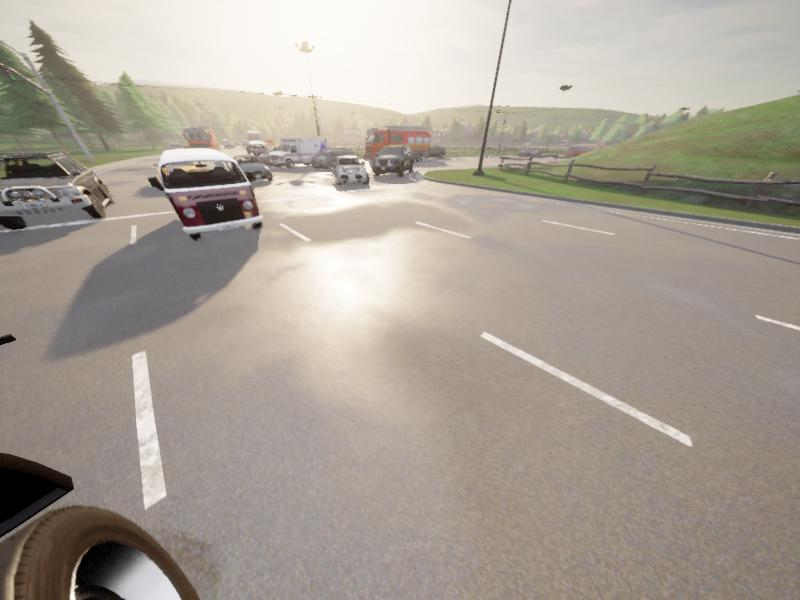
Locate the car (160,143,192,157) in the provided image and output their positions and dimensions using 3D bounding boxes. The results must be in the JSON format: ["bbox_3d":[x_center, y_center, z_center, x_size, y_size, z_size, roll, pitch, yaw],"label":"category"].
[{"bbox_3d":[-34.003,-22.887,35.217,2.152,1.651,5.027,-16,38,-22],"label":"car"}]

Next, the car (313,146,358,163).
[{"bbox_3d":[-8.340,-19.091,30.217,5.027,1.651,2.152,-24,42,-32],"label":"car"}]

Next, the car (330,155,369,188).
[{"bbox_3d":[-3.283,-8.297,14.745,1.970,1.475,3.806,-8,36,-13],"label":"car"}]

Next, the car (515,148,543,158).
[{"bbox_3d":[25.411,-29.052,45.475,4.974,1.542,2.038,-16,38,-22],"label":"car"}]

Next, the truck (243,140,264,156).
[{"bbox_3d":[-25.209,-26.305,39.946,2.390,2.098,6.274,-16,38,-22],"label":"truck"}]

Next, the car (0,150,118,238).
[{"bbox_3d":[-11.609,-3.807,7.688,1.932,1.855,4.605,-26,43,-33],"label":"car"}]

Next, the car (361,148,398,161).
[{"bbox_3d":[-2.935,-21.064,33.321,4.792,1.488,2.163,-16,38,-23],"label":"car"}]

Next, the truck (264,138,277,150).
[{"bbox_3d":[-35.882,-43.187,63.964,2.627,2.467,5.204,-15,37,-22],"label":"truck"}]

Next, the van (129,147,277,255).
[{"bbox_3d":[-5.725,-3.269,6.888,2.069,2.038,4.480,-25,42,-31],"label":"van"}]

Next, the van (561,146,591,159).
[{"bbox_3d":[31.618,-26.524,41.520,4.442,1.987,1.775,-16,38,-22],"label":"van"}]

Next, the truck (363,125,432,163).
[{"bbox_3d":[-0.221,-20.580,30.603,8.468,3.827,2.891,-16,38,-23],"label":"truck"}]

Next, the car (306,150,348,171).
[{"bbox_3d":[-6.746,-13.179,21.727,1.845,1.501,3.633,12,36,16],"label":"car"}]

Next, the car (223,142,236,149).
[{"bbox_3d":[-48.847,-44.378,66.177,2.152,1.651,5.027,-15,37,-22],"label":"car"}]

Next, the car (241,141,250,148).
[{"bbox_3d":[-51.480,-51.965,76.940,1.905,1.878,3.866,-15,38,-22],"label":"car"}]

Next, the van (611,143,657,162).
[{"bbox_3d":[38.197,-24.095,37.731,6.366,2.431,2.351,-16,38,-22],"label":"van"}]

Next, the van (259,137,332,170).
[{"bbox_3d":[-9.938,-14.610,22.955,2.351,2.431,6.366,15,37,20],"label":"van"}]

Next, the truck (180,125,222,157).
[{"bbox_3d":[-31.832,-25.729,37.450,2.891,3.827,8.468,-15,38,-22],"label":"truck"}]

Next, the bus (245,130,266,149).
[{"bbox_3d":[-42.924,-47.736,68.859,3.944,4.253,10.273,-15,38,-22],"label":"bus"}]

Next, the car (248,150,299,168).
[{"bbox_3d":[-13.133,-14.944,24.309,1.994,1.385,4.181,15,37,20],"label":"car"}]

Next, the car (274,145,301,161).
[{"bbox_3d":[-15.244,-19.947,31.278,2.242,1.667,4.611,-18,39,-26],"label":"car"}]

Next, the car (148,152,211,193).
[{"bbox_3d":[-12.717,-7.545,13.406,1.882,1.535,5.008,-24,41,-31],"label":"car"}]

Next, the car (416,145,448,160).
[{"bbox_3d":[5.094,-23.513,36.690,4.605,1.855,1.932,-16,38,-22],"label":"car"}]

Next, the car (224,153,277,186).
[{"bbox_3d":[-9.811,-8.614,15.076,1.816,1.474,4.193,-24,41,-31],"label":"car"}]

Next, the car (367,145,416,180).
[{"bbox_3d":[-0.457,-10.996,18.230,2.150,2.045,5.566,8,35,13],"label":"car"}]

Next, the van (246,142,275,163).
[{"bbox_3d":[-17.102,-18.089,28.210,2.069,2.038,4.480,-19,39,-26],"label":"van"}]
